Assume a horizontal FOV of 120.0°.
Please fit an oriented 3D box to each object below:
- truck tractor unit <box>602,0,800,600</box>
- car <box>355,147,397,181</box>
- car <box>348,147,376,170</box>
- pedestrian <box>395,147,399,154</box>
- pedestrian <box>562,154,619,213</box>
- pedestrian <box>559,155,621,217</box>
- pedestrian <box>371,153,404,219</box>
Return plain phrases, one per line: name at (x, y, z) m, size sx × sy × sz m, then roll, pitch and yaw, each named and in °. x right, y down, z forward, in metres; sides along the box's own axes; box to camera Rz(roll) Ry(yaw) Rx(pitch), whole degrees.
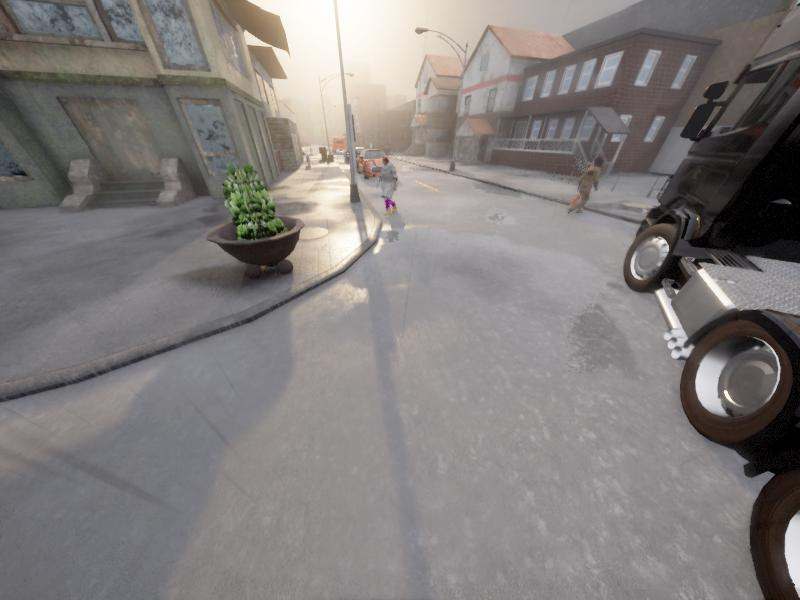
truck tractor unit at (4.434, -0.696, 1.344) m, size 3.053 × 4.208 × 6.516 m, roll 19°, pitch 39°, yaw 25°
car at (-1.828, -9.990, 16.742) m, size 2.097 × 1.767 × 4.553 m, roll -9°, pitch 36°, yaw -13°
car at (-3.670, -13.532, 21.971) m, size 1.851 × 1.617 × 3.988 m, roll -9°, pitch 36°, yaw -13°
pedestrian at (-0.545, -25.482, 39.356) m, size 0.500 × 1.100 × 0.500 m, roll -10°, pitch 36°, yaw -14°
pedestrian at (6.915, -4.279, 8.521) m, size 0.751 × 1.860 × 0.751 m, roll 4°, pitch 35°, yaw 5°
pedestrian at (6.522, -3.946, 8.041) m, size 0.751 × 1.860 × 0.751 m, roll -2°, pitch 35°, yaw -4°
pedestrian at (-0.413, -3.879, 7.888) m, size 0.751 × 1.860 × 0.751 m, roll -26°, pitch 43°, yaw -33°
